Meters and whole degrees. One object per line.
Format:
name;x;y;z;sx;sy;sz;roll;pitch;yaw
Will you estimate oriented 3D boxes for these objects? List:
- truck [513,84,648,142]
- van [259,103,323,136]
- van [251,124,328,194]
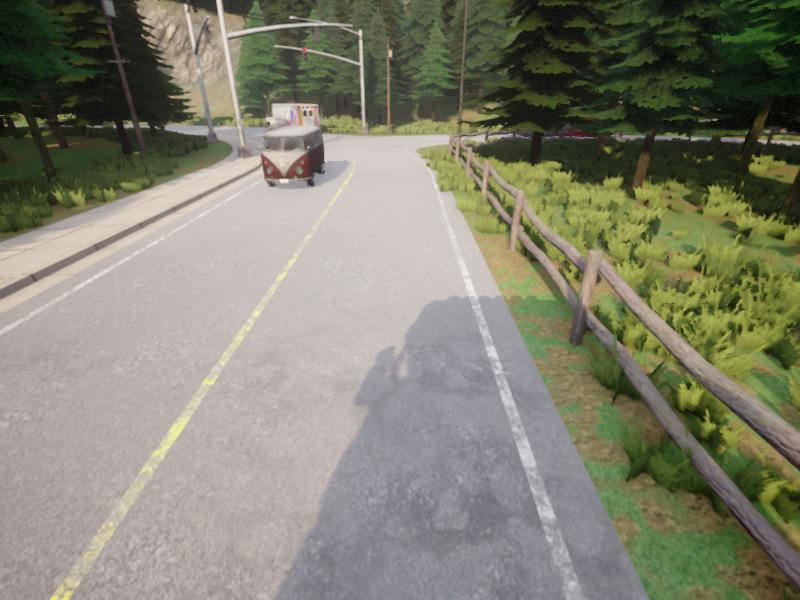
truck;13.525;-14.386;30.784;8.468;3.827;2.891;0;27;0
van;-10.124;-16.698;36.834;6.366;2.431;2.351;23;35;38
van;-4.085;-5.642;15.605;1.775;1.987;4.442;-1;27;-2
